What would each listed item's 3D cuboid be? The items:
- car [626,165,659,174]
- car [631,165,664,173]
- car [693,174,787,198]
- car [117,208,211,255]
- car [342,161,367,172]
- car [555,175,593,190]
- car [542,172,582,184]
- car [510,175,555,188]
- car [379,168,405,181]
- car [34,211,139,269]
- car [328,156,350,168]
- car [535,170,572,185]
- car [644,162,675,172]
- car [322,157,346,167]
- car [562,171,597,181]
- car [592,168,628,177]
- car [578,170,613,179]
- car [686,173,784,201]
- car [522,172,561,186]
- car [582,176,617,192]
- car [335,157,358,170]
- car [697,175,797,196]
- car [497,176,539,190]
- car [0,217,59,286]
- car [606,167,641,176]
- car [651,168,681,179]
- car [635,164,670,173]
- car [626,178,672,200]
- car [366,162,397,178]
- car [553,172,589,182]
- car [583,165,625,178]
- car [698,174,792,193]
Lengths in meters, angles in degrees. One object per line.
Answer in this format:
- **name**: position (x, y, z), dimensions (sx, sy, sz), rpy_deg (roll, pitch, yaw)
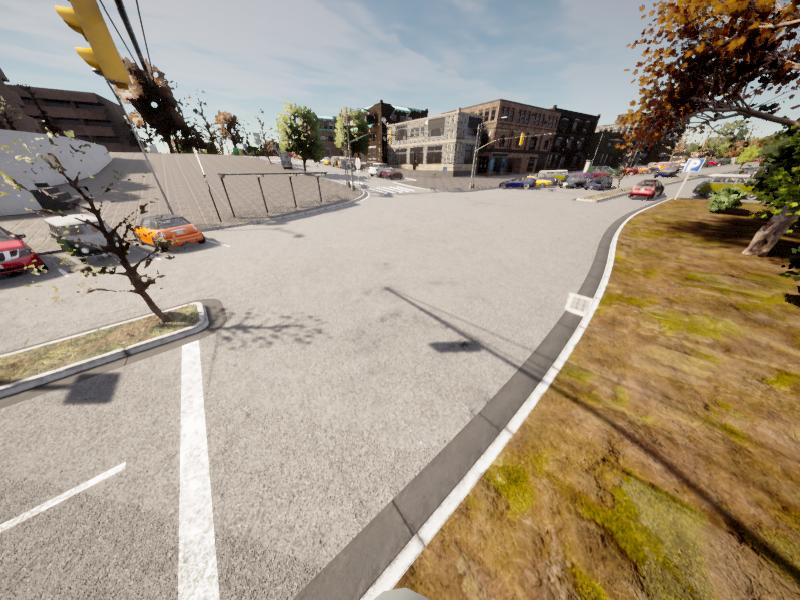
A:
- **car**: position (54.944, -29.664, 52.587), dimensions (4.892, 1.521, 2.231), rpy_deg (22, 38, 35)
- **car**: position (57.558, -30.497, 53.847), dimensions (5.008, 1.535, 2.097), rpy_deg (22, 37, 35)
- **car**: position (33.092, -11.306, 22.797), dimensions (4.553, 1.767, 2.185), rpy_deg (20, 37, 31)
- **car**: position (-13.789, -4.164, 13.541), dimensions (4.553, 1.767, 2.185), rpy_deg (15, 35, 27)
- **car**: position (-8.914, -26.385, 45.522), dimensions (2.231, 1.521, 4.892), rpy_deg (21, 37, 23)
- **car**: position (23.777, -16.111, 31.576), dimensions (4.902, 1.511, 2.128), rpy_deg (-21, 36, -28)
- **car**: position (26.611, -20.140, 38.075), dimensions (4.892, 1.521, 2.231), rpy_deg (19, 36, 32)
- **car**: position (19.246, -17.332, 33.735), dimensions (5.366, 1.575, 1.946), rpy_deg (18, 36, 31)
- **car**: position (-1.231, -20.775, 38.067), dimensions (2.002, 1.452, 4.674), rpy_deg (21, 37, 23)
- **car**: position (-16.054, -3.211, 11.856), dimensions (4.442, 1.987, 1.878), rpy_deg (15, 34, 27)
- **car**: position (-12.791, -29.317, 49.059), dimensions (1.878, 1.987, 4.442), rpy_deg (21, 37, 23)
- **car**: position (24.186, -19.390, 36.497), dimensions (4.442, 1.987, 1.878), rpy_deg (19, 36, 31)
- **car**: position (62.903, -32.281, 56.119), dimensions (4.442, 1.987, 1.878), rpy_deg (22, 38, 35)
- **car**: position (-14.577, -30.665, 51.280), dimensions (1.946, 1.575, 5.366), rpy_deg (21, 37, 23)
- **car**: position (31.680, -21.906, 40.851), dimensions (4.674, 1.452, 2.002), rpy_deg (19, 36, 32)
- **car**: position (41.921, -25.455, 46.197), dimensions (5.008, 1.535, 2.097), rpy_deg (20, 37, 33)
- **car**: position (36.781, -23.674, 43.552), dimensions (4.674, 1.452, 2.002), rpy_deg (20, 37, 33)
- **car**: position (30.571, -10.506, 21.390), dimensions (4.442, 1.987, 1.878), rpy_deg (20, 38, 31)
- **car**: position (21.562, -18.424, 35.211), dimensions (4.553, 1.767, 2.185), rpy_deg (19, 36, 31)
- **car**: position (25.291, -14.824, 29.316), dimensions (4.193, 1.474, 1.816), rpy_deg (-21, 36, -28)
- **car**: position (-10.866, -27.919, 47.185), dimensions (1.878, 1.987, 4.442), rpy_deg (21, 37, 23)
- **car**: position (35.730, -12.037, 24.127), dimensions (5.366, 1.575, 1.946), rpy_deg (21, 37, 31)
- **car**: position (16.543, -16.502, 32.563), dimensions (4.792, 1.488, 2.163), rpy_deg (18, 36, 31)
- **car**: position (-18.453, -2.226, 10.271), dimensions (5.566, 2.045, 2.435), rpy_deg (15, 34, 27)
- **car**: position (47.102, -27.159, 48.787), dimensions (5.008, 1.535, 2.097), rpy_deg (21, 38, 34)
- **car**: position (47.479, -22.618, 41.228), dimensions (4.792, 1.488, 2.163), rpy_deg (-19, 35, -26)
- **car**: position (60.044, -31.365, 55.174), dimensions (5.366, 1.575, 1.946), rpy_deg (22, 38, 35)
- **car**: position (24.844, -11.137, 23.085), dimensions (3.988, 1.617, 1.851), rpy_deg (-21, 36, -28)
- **car**: position (-3.124, -22.424, 39.795), dimensions (2.435, 2.045, 5.566), rpy_deg (21, 37, 23)
- **car**: position (29.144, -21.005, 39.471), dimensions (4.674, 1.452, 2.002), rpy_deg (19, 37, 32)
- **car**: position (39.365, -24.796, 44.732), dimensions (5.566, 2.045, 2.435), rpy_deg (20, 37, 33)
- **car**: position (37.900, -13.039, 25.682), dimensions (5.366, 1.575, 1.946), rpy_deg (21, 38, 31)
